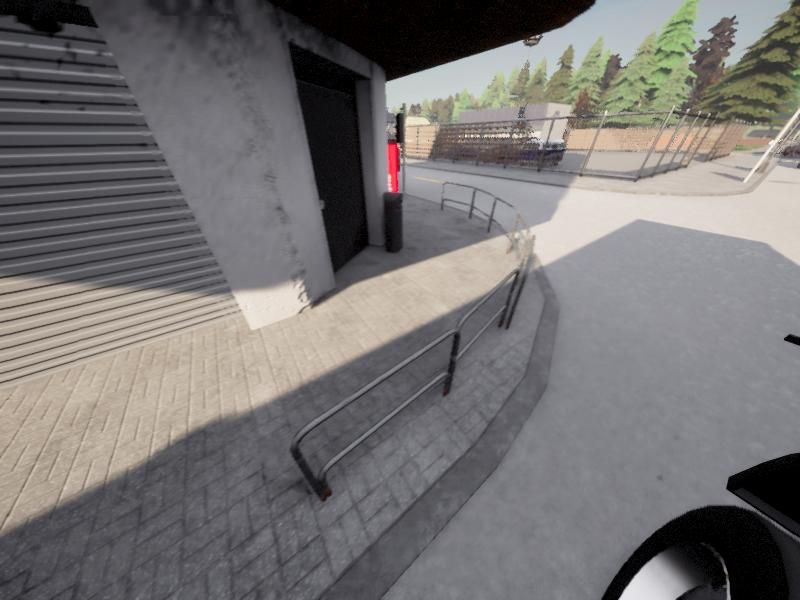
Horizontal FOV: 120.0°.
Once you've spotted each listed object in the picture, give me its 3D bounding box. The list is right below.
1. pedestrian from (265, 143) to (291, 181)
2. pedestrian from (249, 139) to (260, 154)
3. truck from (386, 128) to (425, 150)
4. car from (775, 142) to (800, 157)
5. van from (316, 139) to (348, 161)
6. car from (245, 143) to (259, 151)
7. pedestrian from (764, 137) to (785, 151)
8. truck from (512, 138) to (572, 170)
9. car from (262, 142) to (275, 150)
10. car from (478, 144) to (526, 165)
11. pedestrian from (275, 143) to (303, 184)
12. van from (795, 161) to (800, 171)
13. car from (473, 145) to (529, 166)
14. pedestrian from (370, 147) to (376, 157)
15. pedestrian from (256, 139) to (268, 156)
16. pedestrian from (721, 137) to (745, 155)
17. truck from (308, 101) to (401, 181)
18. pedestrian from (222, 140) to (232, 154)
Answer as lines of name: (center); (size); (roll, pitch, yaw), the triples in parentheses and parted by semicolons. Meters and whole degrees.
pedestrian: (-7.290, -8.291, 13.888); (0.751, 1.860, 0.751); (-23, 41, -28)
pedestrian: (-22.037, -23.285, 35.063); (0.751, 1.860, 0.751); (-25, 42, -31)
truck: (1.306, -36.675, 52.560); (8.468, 3.827, 2.891); (-22, 41, -28)
car: (49.320, -17.940, 27.609); (4.193, 1.474, 1.816); (24, 42, 31)
van: (-8.546, -18.876, 28.967); (2.069, 2.038, 4.480); (-22, 41, -28)
car: (-35.099, -36.210, 54.623); (1.837, 1.490, 4.892); (-22, 41, -28)
pedestrian: (58.695, -24.467, 36.220); (0.751, 1.860, 0.751); (17, 39, 23)
truck: (11.991, -12.431, 19.534); (4.478, 2.038, 2.069); (-22, 41, -28)
car: (-33.016, -38.557, 57.862); (1.789, 1.549, 3.705); (-22, 41, -28)
car: (9.856, -14.311, 22.633); (1.789, 1.547, 3.705); (-22, 41, -28)
pedestrian: (-6.153, -7.580, 12.854); (0.751, 1.860, 0.751); (-27, 43, -32)
van: (33.409, -11.543, 17.762); (5.915, 2.561, 1.988); (-22, 41, -28)
car: (9.855, -14.092, 22.448); (5.357, 1.415, 2.033); (-22, 41, -28)
pedestrian: (-3.455, -18.936, 29.600); (0.500, 1.100, 0.500); (-23, 41, -29)
pedestrian: (-18.842, -20.848, 31.580); (0.751, 1.860, 0.751); (-24, 41, -30)
pedestrian: (42.170, -19.479, 29.283); (0.751, 1.860, 0.751); (10, 36, 14)
truck: (-3.522, -11.457, 16.859); (2.891, 3.827, 8.468); (-22, 41, -28)
pedestrian: (-28.726, -25.393, 38.321); (0.751, 1.860, 0.751); (-22, 41, -28)
